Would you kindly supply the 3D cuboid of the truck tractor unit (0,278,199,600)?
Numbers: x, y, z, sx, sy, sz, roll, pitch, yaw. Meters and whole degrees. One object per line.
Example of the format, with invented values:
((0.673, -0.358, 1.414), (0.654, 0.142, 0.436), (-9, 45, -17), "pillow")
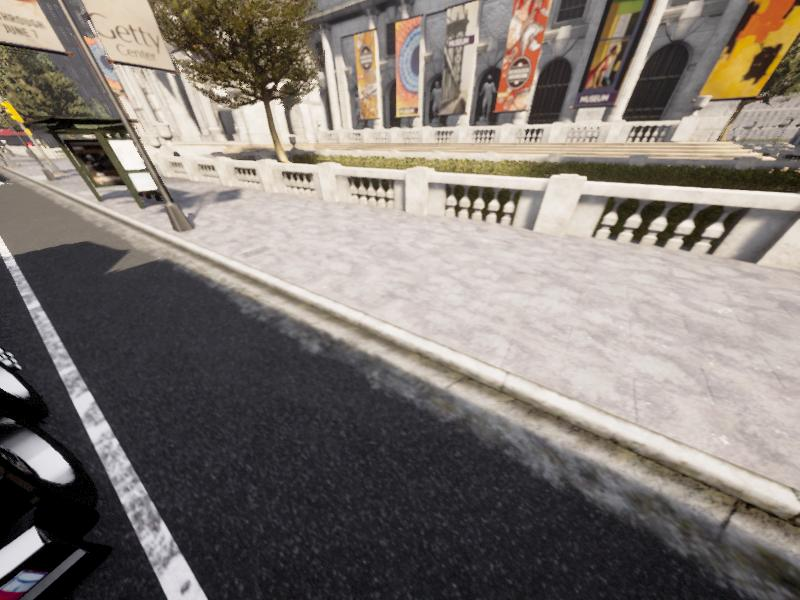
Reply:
((-5.137, -0.272, 0.751), (6.516, 4.208, 3.053), (17, 39, 23), "truck tractor unit")
